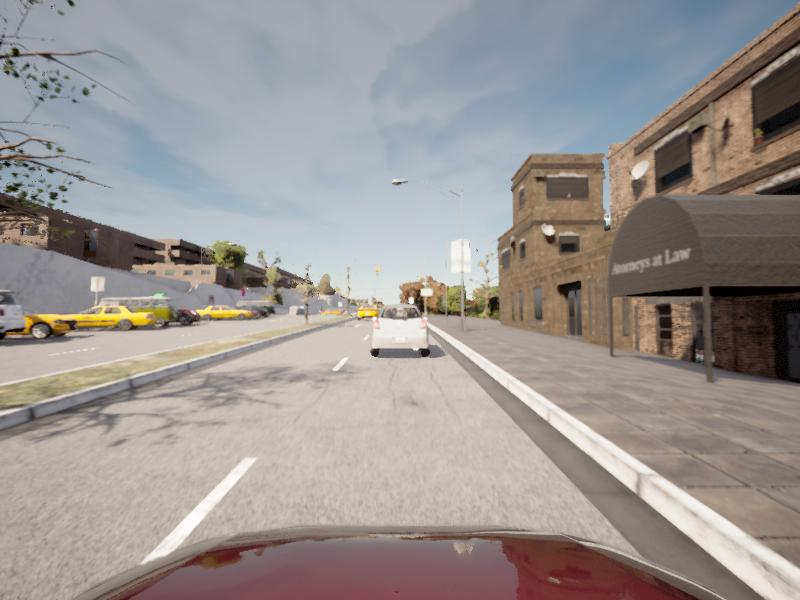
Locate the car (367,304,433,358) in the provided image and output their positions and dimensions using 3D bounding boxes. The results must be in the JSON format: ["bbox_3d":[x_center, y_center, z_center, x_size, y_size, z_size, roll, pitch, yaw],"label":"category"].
[{"bbox_3d":[0.000,0.879,12.891,1.845,1.501,3.633,0,0,0],"label":"car"}]

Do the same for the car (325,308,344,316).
[{"bbox_3d":[-16.812,3.140,102.221,4.442,1.987,1.878,0,-2,-20],"label":"car"}]

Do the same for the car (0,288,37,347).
[{"bbox_3d":[-16.987,0.640,14.177,5.566,2.045,2.435,-1,0,-20],"label":"car"}]

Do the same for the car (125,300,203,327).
[{"bbox_3d":[-16.984,0.947,29.069,4.553,1.767,2.185,-1,-1,-20],"label":"car"}]

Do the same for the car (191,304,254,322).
[{"bbox_3d":[-16.775,1.182,38.077,5.366,1.575,1.946,-1,-1,-20],"label":"car"}]

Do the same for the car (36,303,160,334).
[{"bbox_3d":[-17.128,0.994,23.052,5.366,1.575,1.946,-1,0,-20],"label":"car"}]

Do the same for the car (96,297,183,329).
[{"bbox_3d":[-16.849,0.807,26.145,4.442,1.987,1.878,-1,-1,-20],"label":"car"}]

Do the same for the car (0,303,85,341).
[{"bbox_3d":[-16.963,0.923,17.165,5.008,1.535,2.097,0,-1,-20],"label":"car"}]

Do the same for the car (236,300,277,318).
[{"bbox_3d":[-16.838,1.074,46.991,4.442,1.987,1.878,-1,-1,-20],"label":"car"}]

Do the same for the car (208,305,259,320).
[{"bbox_3d":[-16.950,1.265,40.990,4.674,1.452,2.002,-1,-1,-20],"label":"car"}]

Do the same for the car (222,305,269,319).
[{"bbox_3d":[-16.941,1.303,43.963,4.674,1.452,2.002,-1,-1,-20],"label":"car"}]

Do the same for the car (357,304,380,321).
[{"bbox_3d":[-3.006,1.196,39.353,1.882,1.535,5.008,0,-1,0],"label":"car"}]
